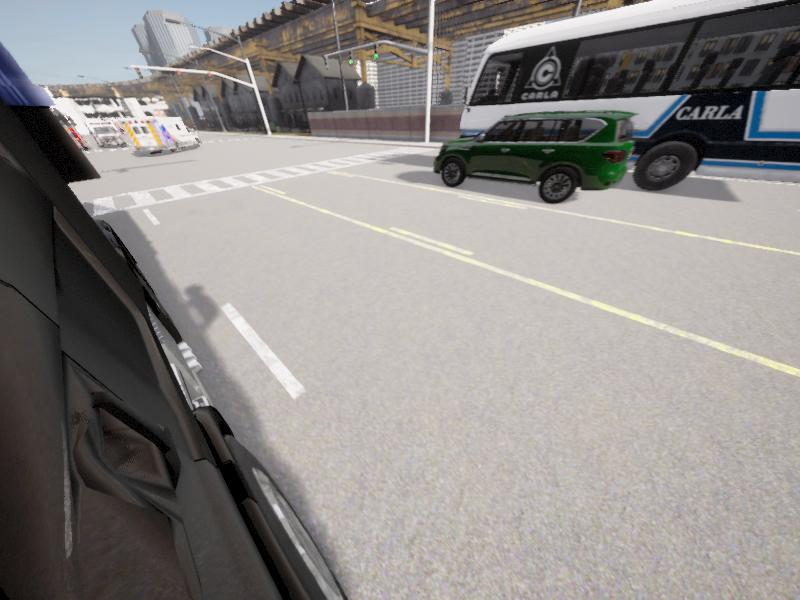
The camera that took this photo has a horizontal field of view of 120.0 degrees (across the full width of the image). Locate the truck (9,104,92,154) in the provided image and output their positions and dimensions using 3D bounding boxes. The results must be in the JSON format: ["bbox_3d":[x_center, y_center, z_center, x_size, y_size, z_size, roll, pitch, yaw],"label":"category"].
[{"bbox_3d":[-37.245,-18.496,24.979,8.468,3.827,2.891,28,48,32],"label":"truck"}]

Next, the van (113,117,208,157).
[{"bbox_3d":[-20.521,-14.564,20.447,2.351,2.431,6.366,-6,39,-6],"label":"van"}]

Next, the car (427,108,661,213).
[{"bbox_3d":[3.803,-4.635,7.318,5.566,2.045,2.150,28,48,32],"label":"car"}]

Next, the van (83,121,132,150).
[{"bbox_3d":[-33.714,-19.039,26.604,6.366,2.431,2.351,28,48,32],"label":"van"}]

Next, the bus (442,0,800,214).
[{"bbox_3d":[7.033,-6.585,7.829,10.273,4.253,3.944,28,48,32],"label":"bus"}]

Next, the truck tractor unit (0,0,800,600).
[{"bbox_3d":[-2.645,-0.295,0.351,6.516,4.208,3.053,28,43,30],"label":"truck tractor unit"}]

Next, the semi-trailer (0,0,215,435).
[{"bbox_3d":[-9.639,-2.516,3.348,14.254,4.402,2.717,14,41,21],"label":"semi-trailer"}]
